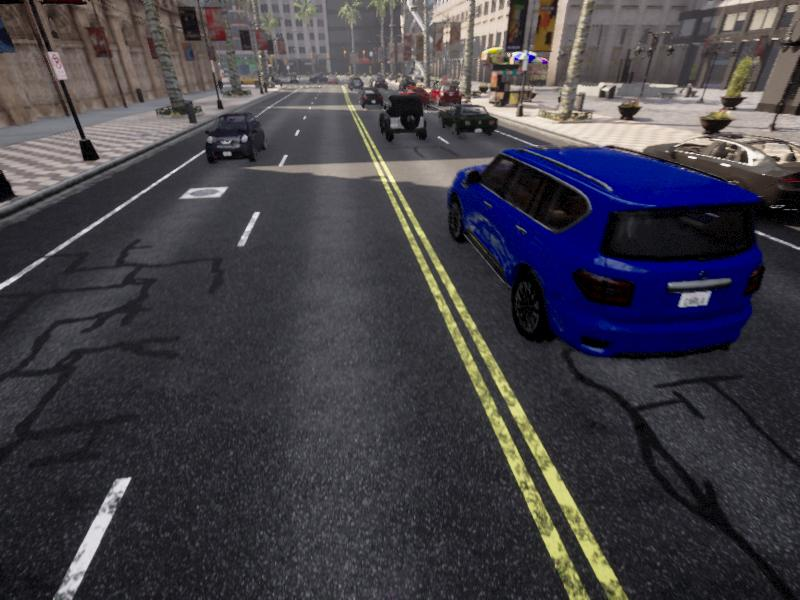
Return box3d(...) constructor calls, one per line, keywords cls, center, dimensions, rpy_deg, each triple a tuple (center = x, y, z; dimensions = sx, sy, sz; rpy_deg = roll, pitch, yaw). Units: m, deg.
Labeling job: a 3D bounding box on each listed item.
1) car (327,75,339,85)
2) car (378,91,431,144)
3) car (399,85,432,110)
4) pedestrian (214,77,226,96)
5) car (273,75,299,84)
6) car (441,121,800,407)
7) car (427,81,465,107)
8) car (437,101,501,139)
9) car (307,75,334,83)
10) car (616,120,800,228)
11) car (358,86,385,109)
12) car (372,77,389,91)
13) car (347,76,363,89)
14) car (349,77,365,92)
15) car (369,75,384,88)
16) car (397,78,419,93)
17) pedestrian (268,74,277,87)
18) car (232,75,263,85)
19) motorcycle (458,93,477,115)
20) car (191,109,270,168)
box3d(cls="car", center=(-12.810, -42.016, 76.480), dimensions=(2.163, 1.488, 4.792), rpy_deg=(-4, 31, -7))
box3d(cls="car", center=(0.100, -8.876, 19.289), dimensions=(1.905, 1.878, 3.866), rpy_deg=(-5, 31, -7))
box3d(cls="car", center=(1.186, -17.013, 33.518), dimensions=(1.882, 1.535, 5.008), rpy_deg=(-5, 31, -7))
box3d(cls="pedestrian", center=(-21.045, -25.038, 46.885), dimensions=(0.751, 1.860, 0.751), rpy_deg=(-5, 31, -7))
box3d(cls="car", center=(-23.114, -44.765, 81.278), dimensions=(4.974, 1.542, 2.038), rpy_deg=(-7, 31, -11))
box3d(cls="car", center=(2.373, -1.261, 6.095), dimensions=(2.150, 2.045, 5.566), rpy_deg=(-5, 31, -7))
box3d(cls="car", center=(3.985, -18.268, 35.372), dimensions=(2.185, 1.767, 4.553), rpy_deg=(-5, 31, -7))
box3d(cls="car", center=(3.404, -9.437, 20.786), dimensions=(1.895, 1.301, 4.718), rpy_deg=(-5, 31, -7))
box3d(cls="car", center=(-16.824, -47.083, 85.278), dimensions=(5.357, 1.411, 2.033), rpy_deg=(-26, 39, -37))
box3d(cls="car", center=(8.320, -3.506, 10.348), dimensions=(2.231, 1.521, 4.892), rpy_deg=(-5, 31, -7))
box3d(cls="car", center=(-2.487, -17.414, 34.349), dimensions=(1.812, 1.442, 4.674), rpy_deg=(-5, 31, -7))
box3d(cls="car", center=(-2.960, -31.962, 59.114), dimensions=(2.038, 1.542, 4.974), rpy_deg=(-4, 31, -7))
box3d(cls="car", center=(-7.126, -34.300, 63.030), dimensions=(2.242, 1.667, 4.611), rpy_deg=(-4, 31, -7))
box3d(cls="car", center=(-6.188, -30.866, 57.195), dimensions=(2.033, 1.649, 4.856), rpy_deg=(-4, 31, -7))
box3d(cls="car", center=(-3.823, -35.208, 64.410), dimensions=(2.097, 1.767, 4.553), rpy_deg=(-4, 31, -7))
box3d(cls="car", center=(1.042, -29.113, 54.243), dimensions=(2.163, 1.488, 4.792), rpy_deg=(-5, 31, -7))
box3d(cls="pedestrian", center=(-21.084, -36.394, 66.277), dimensions=(0.751, 1.860, 0.751), rpy_deg=(13, 33, 22))
box3d(cls="car", center=(-30.394, -44.011, 80.050), dimensions=(5.366, 1.575, 1.801), rpy_deg=(-5, 31, -7))
box3d(cls="motorcycle", center=(4.925, -14.342, 29.215), dimensions=(0.764, 1.277, 2.356), rpy_deg=(11, 32, 19))
box3d(cls="car", center=(-6.261, -6.258, 15.268), dimensions=(1.845, 1.501, 3.633), rpy_deg=(-5, 31, -7))
